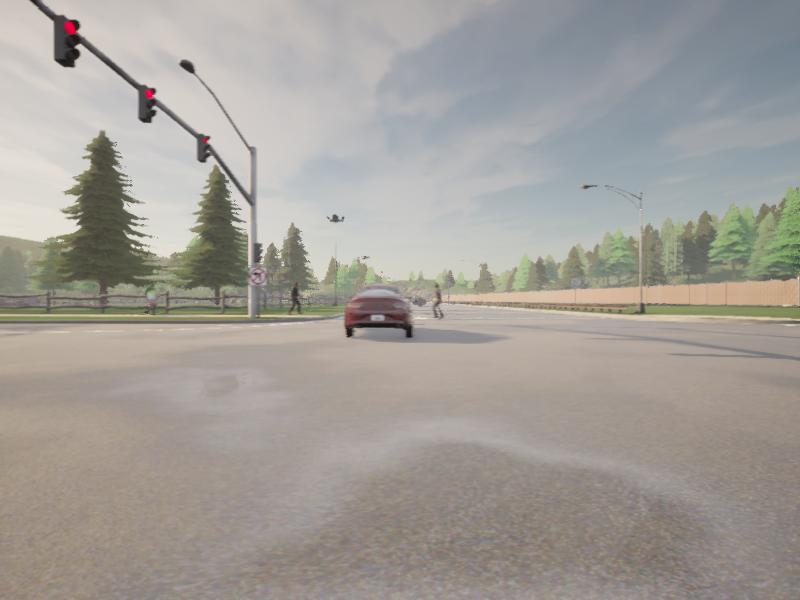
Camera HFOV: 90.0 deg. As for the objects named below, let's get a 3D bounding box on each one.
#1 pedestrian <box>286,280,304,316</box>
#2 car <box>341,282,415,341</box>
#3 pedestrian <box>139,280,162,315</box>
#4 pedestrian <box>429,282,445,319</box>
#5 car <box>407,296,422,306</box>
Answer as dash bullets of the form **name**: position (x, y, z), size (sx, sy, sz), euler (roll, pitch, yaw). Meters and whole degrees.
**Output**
- **pedestrian**: position (-5.471, -0.116, 20.864), size (0.751, 1.860, 0.751), euler (0, 0, 3)
- **car**: position (-0.579, 0.269, 12.099), size (1.812, 1.442, 4.674), euler (0, 0, -1)
- **pedestrian**: position (-13.330, -0.118, 21.378), size (0.751, 1.860, 0.751), euler (0, 0, 3)
- **pedestrian**: position (1.921, 0.038, 20.544), size (0.751, 1.860, 0.751), euler (0, 0, 11)
- **car**: position (2.352, 0.182, 65.162), size (2.152, 1.651, 5.027), euler (0, 0, -1)
